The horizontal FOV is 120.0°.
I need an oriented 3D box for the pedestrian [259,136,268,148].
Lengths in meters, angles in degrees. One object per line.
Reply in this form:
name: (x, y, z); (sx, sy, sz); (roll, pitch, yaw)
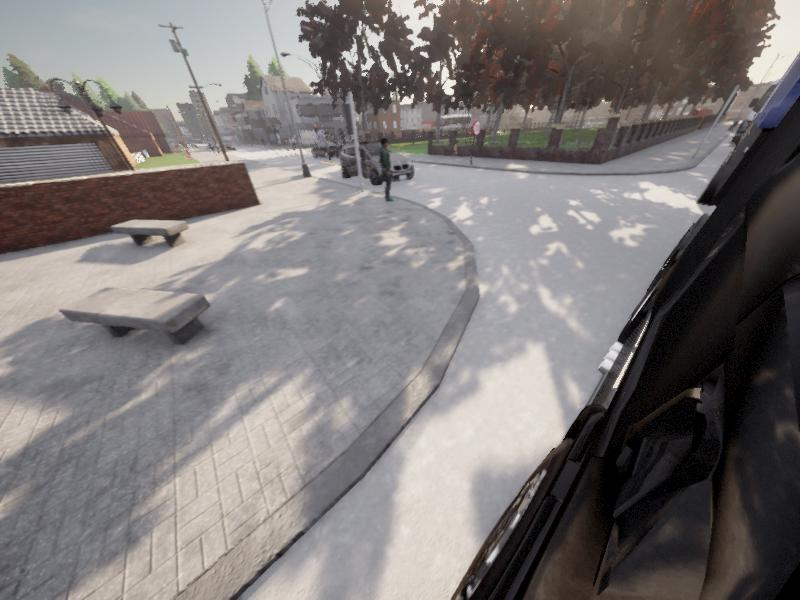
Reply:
pedestrian: (-25.486, -29.445, 43.100); (0.751, 1.860, 0.751); (-21, 40, -23)

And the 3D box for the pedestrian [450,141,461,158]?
pedestrian: (4.318, -11.767, 18.044); (0.500, 1.100, 0.500); (-28, 43, -30)

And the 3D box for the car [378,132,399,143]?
car: (-2.267, -31.812, 45.228); (3.633, 1.501, 1.845); (-29, 44, -31)

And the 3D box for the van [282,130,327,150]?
van: (-16.413, -27.917, 40.175); (6.366, 2.431, 2.351); (-27, 43, -29)

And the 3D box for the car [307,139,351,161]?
car: (-6.975, -14.628, 22.470); (1.882, 1.535, 5.008); (-28, 43, -30)

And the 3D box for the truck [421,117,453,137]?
truck: (9.720, -46.468, 62.190); (2.891, 3.827, 8.468); (-31, 45, -32)

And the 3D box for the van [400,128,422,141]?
van: (2.374, -34.410, 48.029); (4.442, 1.987, 1.775); (-30, 44, -31)

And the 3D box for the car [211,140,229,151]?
car: (-35.407, -30.345, 45.362); (1.851, 1.617, 3.988); (-28, 43, -30)

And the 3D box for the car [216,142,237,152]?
car: (-30.862, -27.189, 41.029); (1.994, 1.385, 4.181); (-28, 43, -30)

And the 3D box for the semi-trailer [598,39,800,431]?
semi-trailer: (8.695, -3.603, 4.236); (14.254, 4.402, 2.717); (-28, 44, -30)

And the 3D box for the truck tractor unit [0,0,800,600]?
truck tractor unit: (2.645, -0.295, 0.351); (6.516, 4.208, 3.053); (-28, 44, -30)

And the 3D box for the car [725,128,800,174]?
car: (18.204, -7.439, 11.296); (5.357, 1.411, 2.033); (-28, 43, -30)

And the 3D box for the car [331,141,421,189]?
car: (-1.347, -7.151, 11.958); (2.242, 1.667, 4.611); (-28, 43, -30)

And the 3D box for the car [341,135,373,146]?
car: (-7.703, -29.054, 41.997); (5.357, 1.411, 2.033); (-27, 43, -29)

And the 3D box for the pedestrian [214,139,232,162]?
pedestrian: (-18.068, -15.268, 23.569); (0.751, 1.860, 0.751); (-27, 43, -29)

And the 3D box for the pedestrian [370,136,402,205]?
pedestrian: (-0.437, -4.252, 7.618); (0.751, 1.860, 0.751); (-13, 38, -14)

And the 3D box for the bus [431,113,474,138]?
bus: (13.088, -43.342, 57.395); (10.273, 4.253, 3.944); (-24, 41, -24)

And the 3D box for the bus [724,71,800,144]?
bus: (32.621, -16.187, 19.712); (10.273, 4.253, 3.944); (-27, 43, -30)

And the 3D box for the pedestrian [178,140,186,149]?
pedestrian: (-52.256, -37.272, 55.332); (0.751, 1.860, 0.751); (-28, 44, -30)

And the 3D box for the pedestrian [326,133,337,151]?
pedestrian: (-9.038, -20.923, 30.569); (0.751, 1.860, 0.751); (-28, 44, -30)

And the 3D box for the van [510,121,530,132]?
van: (36.662, -52.843, 70.509); (6.366, 2.431, 2.351); (-28, 43, -30)

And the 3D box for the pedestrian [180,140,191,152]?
pedestrian: (-41.802, -30.082, 45.000); (0.751, 1.860, 0.751); (-21, 40, -22)
